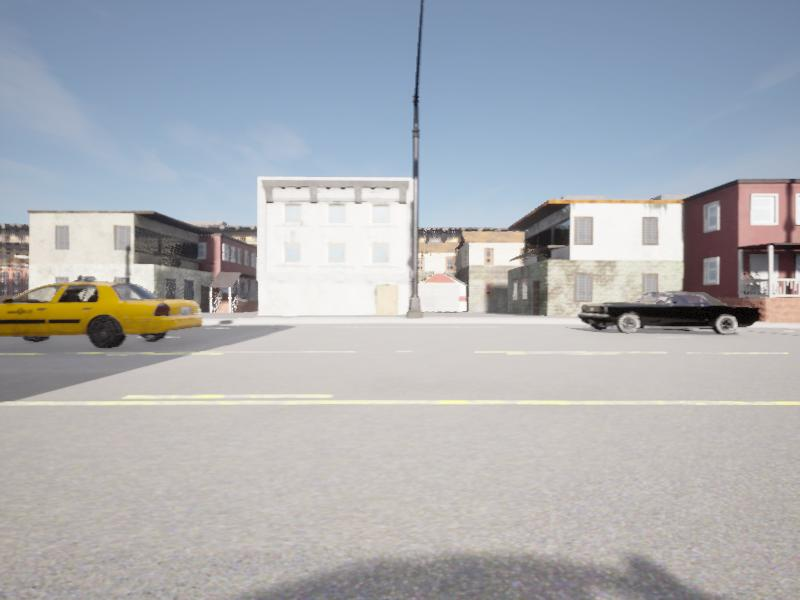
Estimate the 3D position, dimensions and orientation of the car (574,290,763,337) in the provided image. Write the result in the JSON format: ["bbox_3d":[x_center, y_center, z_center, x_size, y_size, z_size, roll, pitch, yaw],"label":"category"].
[{"bbox_3d":[8.303,0.392,12.702,4.718,1.301,1.895,1,0,0],"label":"car"}]

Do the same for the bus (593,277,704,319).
[{"bbox_3d":[28.541,-0.166,46.425,10.273,4.253,3.944,-1,-1,45],"label":"bus"}]

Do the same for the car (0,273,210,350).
[{"bbox_3d":[-7.480,0.248,9.198,5.366,1.575,1.801,-1,0,0],"label":"car"}]
